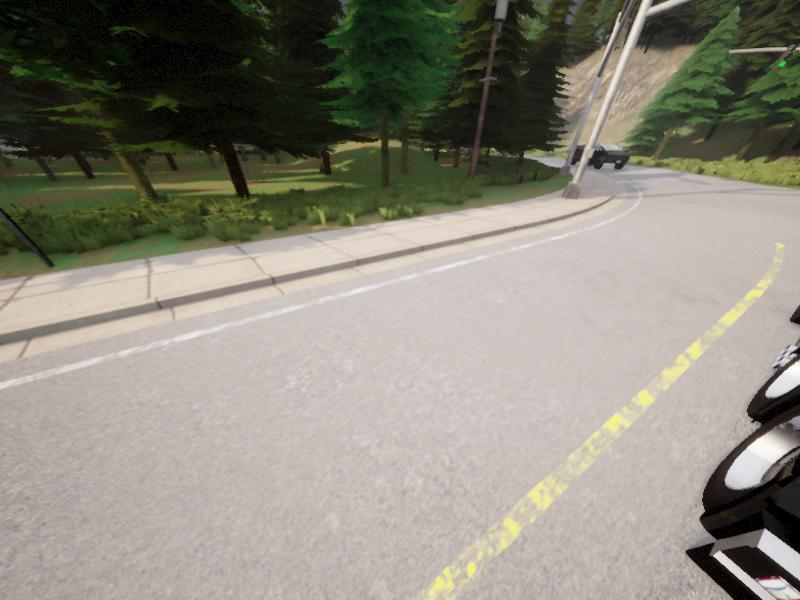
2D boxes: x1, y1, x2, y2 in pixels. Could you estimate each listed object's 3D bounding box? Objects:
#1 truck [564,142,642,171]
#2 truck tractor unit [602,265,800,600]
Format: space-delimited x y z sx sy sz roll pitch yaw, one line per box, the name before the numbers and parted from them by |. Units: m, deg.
truck | 19.817 -14.525 23.186 2.390 2.098 6.274 1 35 1
truck tractor unit | 5.114 -0.297 0.783 6.516 4.208 3.053 -18 39 -24
